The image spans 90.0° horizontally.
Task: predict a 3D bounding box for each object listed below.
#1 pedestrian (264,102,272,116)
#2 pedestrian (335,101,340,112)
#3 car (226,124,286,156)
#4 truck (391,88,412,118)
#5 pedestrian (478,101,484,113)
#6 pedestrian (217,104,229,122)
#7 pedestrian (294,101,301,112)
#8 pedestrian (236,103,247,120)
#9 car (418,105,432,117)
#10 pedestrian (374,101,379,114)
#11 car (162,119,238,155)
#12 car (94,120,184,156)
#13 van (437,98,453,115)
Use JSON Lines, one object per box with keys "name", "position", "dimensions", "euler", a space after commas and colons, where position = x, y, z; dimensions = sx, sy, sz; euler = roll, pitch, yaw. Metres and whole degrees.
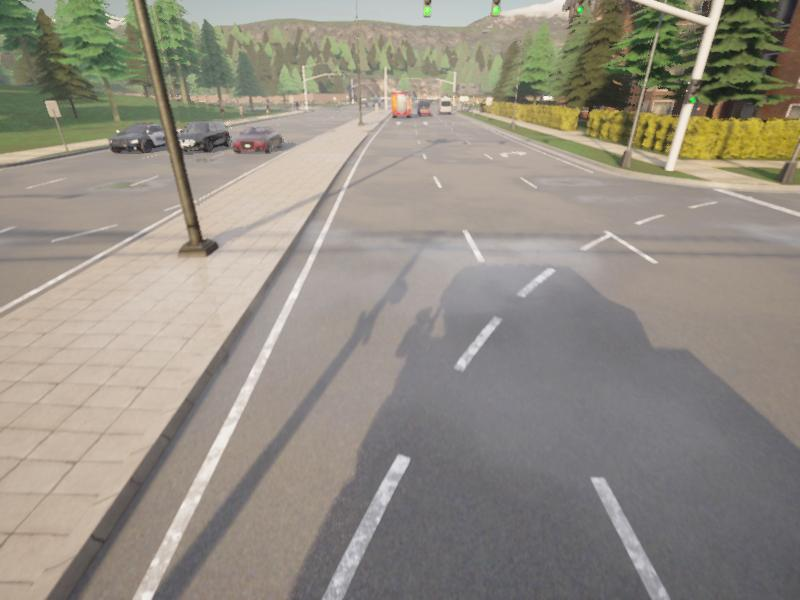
{"name": "pedestrian", "position": [-19.690, -28.565, 59.767], "dimensions": [0.751, 1.860, 0.751], "euler": [1, 27, 3]}
{"name": "pedestrian", "position": [-12.301, -37.994, 78.490], "dimensions": [0.751, 1.860, 0.751], "euler": [-3, 27, -5]}
{"name": "car", "position": [-8.376, -9.541, 23.695], "dimensions": [1.994, 1.385, 4.181], "euler": [0, 27, 0]}
{"name": "truck", "position": [0.327, -29.565, 60.000], "dimensions": [2.891, 3.827, 8.468], "euler": [1, 27, 1]}
{"name": "pedestrian", "position": [14.296, -34.131, 70.669], "dimensions": [0.751, 1.860, 0.751], "euler": [0, 27, -1]}
{"name": "pedestrian", "position": [-20.199, -21.320, 45.662], "dimensions": [0.751, 1.860, 0.751], "euler": [1, 27, 1]}
{"name": "pedestrian", "position": [-18.451, -34.853, 72.010], "dimensions": [0.751, 1.860, 0.751], "euler": [5, 28, 10]}
{"name": "pedestrian", "position": [-19.770, -23.537, 49.980], "dimensions": [0.751, 1.860, 0.751], "euler": [1, 27, 3]}
{"name": "car", "position": [3.832, -29.259, 61.835], "dimensions": [1.851, 1.617, 3.988], "euler": [1, 27, 1]}
{"name": "pedestrian", "position": [-3.871, -31.780, 66.071], "dimensions": [0.751, 1.860, 0.751], "euler": [-3, 27, -6]}
{"name": "car", "position": [-11.905, -9.966, 24.241], "dimensions": [2.033, 1.649, 4.856], "euler": [0, 27, 0]}
{"name": "car", "position": [-15.395, -9.804, 24.024], "dimensions": [2.038, 1.542, 4.974], "euler": [0, 27, 1]}
{"name": "van", "position": [7.500, -32.656, 67.433], "dimensions": [1.988, 2.561, 5.915], "euler": [1, 27, 1]}
